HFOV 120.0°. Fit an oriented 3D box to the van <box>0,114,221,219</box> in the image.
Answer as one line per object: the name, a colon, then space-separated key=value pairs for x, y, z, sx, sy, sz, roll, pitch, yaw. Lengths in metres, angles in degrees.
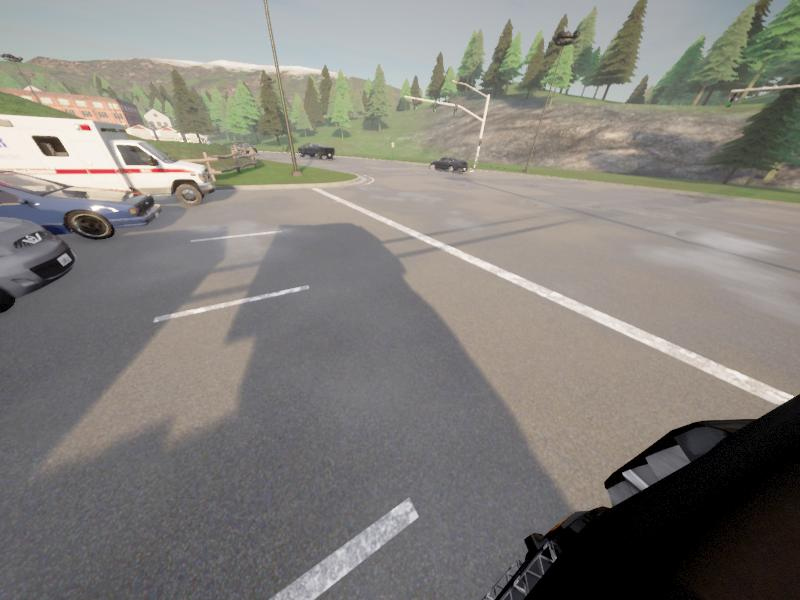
van: x=-10.210 y=-4.383 z=7.566 sx=6.366 sy=2.431 sz=2.351 roll=-16 pitch=38 yaw=-26

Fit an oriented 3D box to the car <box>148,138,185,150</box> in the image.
car: x=-41.001 y=-27.483 z=40.724 sx=3.988 sy=1.617 sz=1.851 roll=-1 pitch=34 yaw=-5

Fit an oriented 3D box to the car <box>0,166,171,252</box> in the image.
car: x=-9.066 y=-2.048 z=5.073 sx=5.357 sy=1.411 sz=2.033 roll=-16 pitch=38 yaw=-26

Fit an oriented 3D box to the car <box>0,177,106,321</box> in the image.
car: x=-6.944 y=-0.472 z=2.740 sx=3.633 sy=1.501 sz=1.845 roll=-16 pitch=38 yaw=-26

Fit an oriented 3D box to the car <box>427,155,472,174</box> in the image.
car: x=5.467 y=-15.455 z=26.292 sx=1.837 sy=1.490 sz=4.892 roll=-19 pitch=40 yaw=-33

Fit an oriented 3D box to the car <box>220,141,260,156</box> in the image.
car: x=-25.469 y=-24.079 z=36.762 sx=5.238 sy=1.638 sz=1.930 roll=12 pitch=34 yaw=13

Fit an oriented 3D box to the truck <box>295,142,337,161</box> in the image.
truck: x=-12.847 y=-22.659 z=35.180 sx=6.274 sy=2.098 sz=2.390 roll=23 pitch=38 yaw=27
